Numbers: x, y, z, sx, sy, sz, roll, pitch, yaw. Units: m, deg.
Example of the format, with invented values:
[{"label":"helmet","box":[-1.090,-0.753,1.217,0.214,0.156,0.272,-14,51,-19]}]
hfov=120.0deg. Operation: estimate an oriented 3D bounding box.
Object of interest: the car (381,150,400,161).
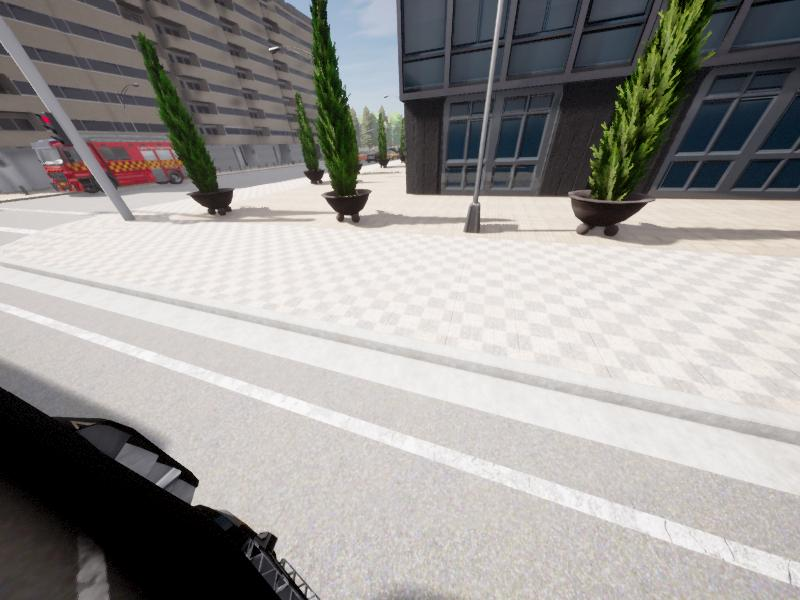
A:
[{"label":"car","box":[-1.706,-28.041,44.681,1.801,1.575,5.366,9,35,17]}]

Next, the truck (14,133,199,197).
[{"label":"truck","box":[-23.213,-11.556,19.532,2.891,3.827,8.468,9,35,17]}]

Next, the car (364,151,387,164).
[{"label":"car","box":[-4.030,-24.214,39.157,2.007,1.525,4.514,9,35,17]}]

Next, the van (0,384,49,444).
[{"label":"van","box":[-6.109,0.531,1.813,4.442,1.987,1.775,9,35,17]}]
